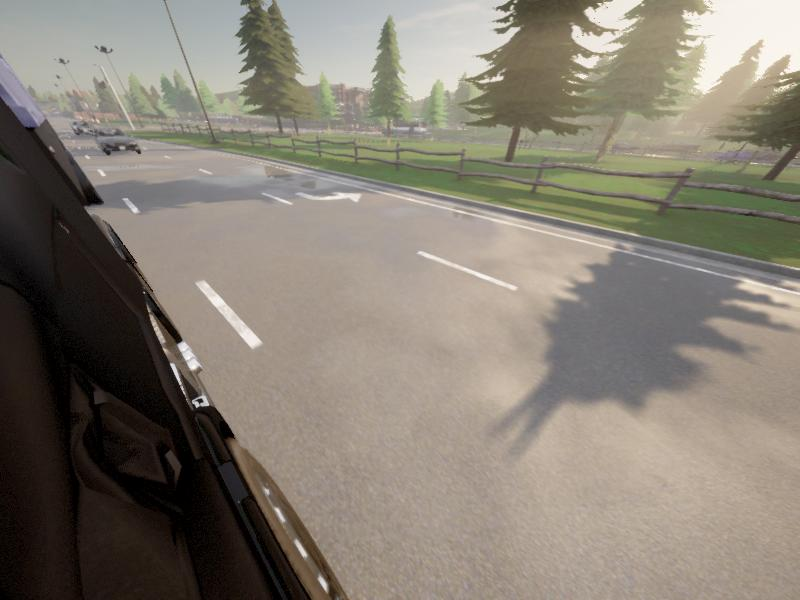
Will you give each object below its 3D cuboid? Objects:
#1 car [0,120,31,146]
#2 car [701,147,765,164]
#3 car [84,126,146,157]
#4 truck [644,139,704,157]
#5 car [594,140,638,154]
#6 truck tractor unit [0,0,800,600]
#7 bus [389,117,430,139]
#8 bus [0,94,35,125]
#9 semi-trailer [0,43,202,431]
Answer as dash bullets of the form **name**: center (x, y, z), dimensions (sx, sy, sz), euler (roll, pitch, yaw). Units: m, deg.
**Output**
- **car**: center (-31.339, -12.835, 17.659), dimensions (2.128, 1.511, 4.902), euler (-27, 45, -33)
- **car**: center (44.116, -19.306, 30.808), dimensions (4.514, 1.525, 2.007), euler (28, 44, 30)
- **car**: center (-19.603, -10.955, 15.877), dimensions (4.193, 1.474, 1.816), euler (28, 44, 30)
- **truck**: center (46.886, -26.297, 39.841), dimensions (6.274, 2.098, 2.390), euler (28, 44, 30)
- **car**: center (36.705, -26.076, 39.319), dimensions (5.238, 1.638, 1.930), euler (28, 44, 30)
- **truck tractor unit**: center (-2.645, -0.295, 0.351), dimensions (6.516, 4.208, 3.053), euler (28, 44, 30)
- **bus**: center (2.215, -45.557, 61.115), dimensions (10.273, 4.253, 3.944), euler (28, 44, 30)
- **bus**: center (-74.773, -36.121, 43.903), dimensions (10.273, 4.253, 3.944), euler (28, 43, 30)
- **semi-trailer**: center (-8.696, -3.600, 4.240), dimensions (14.254, 4.402, 2.717), euler (28, 44, 30)
